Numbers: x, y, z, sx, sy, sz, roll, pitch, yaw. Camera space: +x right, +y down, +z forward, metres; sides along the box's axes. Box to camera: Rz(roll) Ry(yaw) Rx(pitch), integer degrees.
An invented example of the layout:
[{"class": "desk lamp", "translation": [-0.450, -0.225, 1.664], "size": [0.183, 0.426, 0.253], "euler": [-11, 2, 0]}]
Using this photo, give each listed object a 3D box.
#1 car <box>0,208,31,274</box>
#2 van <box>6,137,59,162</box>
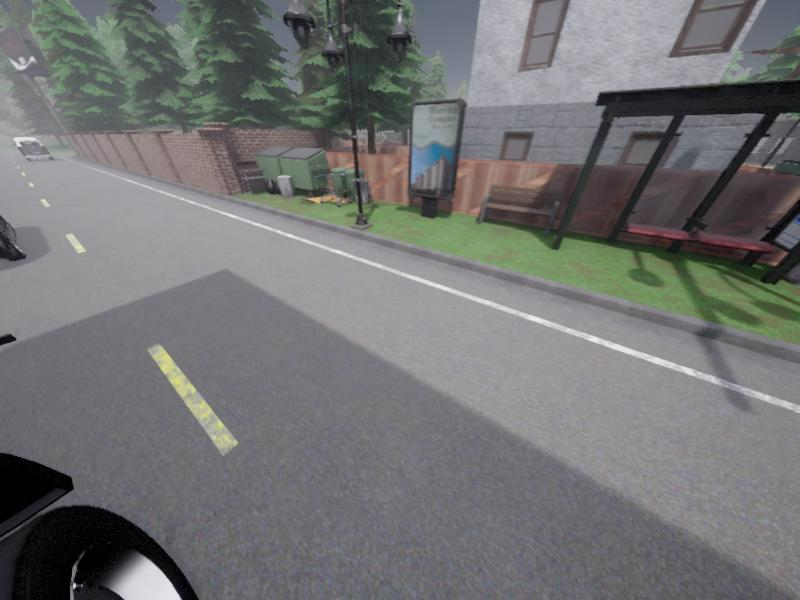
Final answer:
[{"class": "car", "translation": [-10.003, -1.481, 4.732], "size": [4.181, 1.385, 1.994], "euler": [22, 41, 28]}, {"class": "van", "translation": [-38.986, -16.009, 24.501], "size": [4.480, 2.038, 2.069], "euler": [22, 41, 28]}]
